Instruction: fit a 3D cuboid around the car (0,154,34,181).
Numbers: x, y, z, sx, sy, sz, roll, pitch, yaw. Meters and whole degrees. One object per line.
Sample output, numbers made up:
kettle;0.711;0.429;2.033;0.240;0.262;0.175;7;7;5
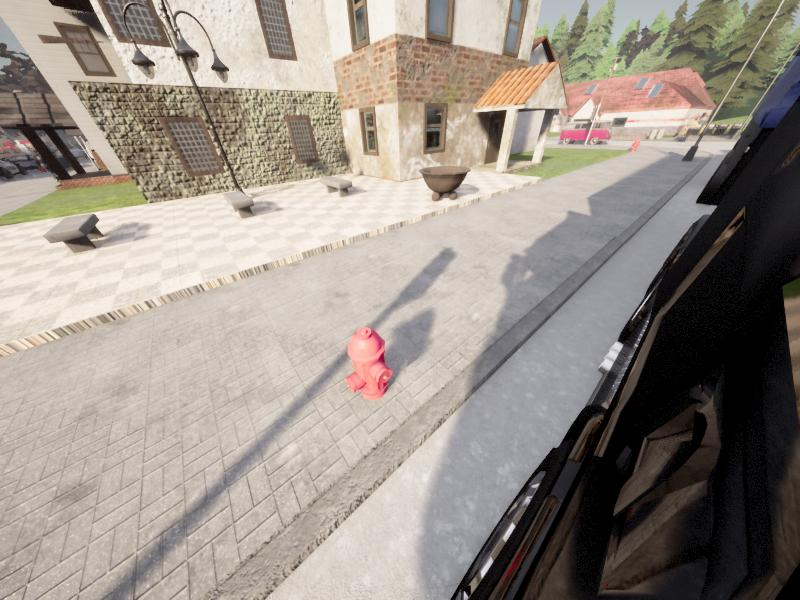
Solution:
car;-33.187;-10.800;18.877;2.038;1.542;4.974;-28;43;-30

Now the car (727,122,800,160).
car;21.444;-9.338;13.477;1.789;1.549;3.705;25;45;32

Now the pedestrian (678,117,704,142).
pedestrian;27.493;-16.110;21.850;0.751;1.860;0.751;28;46;34

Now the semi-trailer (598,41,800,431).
semi-trailer;8.682;-3.617;4.241;14.254;4.402;2.717;-28;44;-30

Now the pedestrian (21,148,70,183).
pedestrian;-22.617;-8.618;14.809;0.751;1.860;0.751;-27;43;-29

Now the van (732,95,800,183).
van;16.591;-6.758;9.523;5.915;2.561;1.988;-26;43;-28

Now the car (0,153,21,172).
car;-44.426;-14.826;25.004;2.163;1.488;4.792;-28;43;-30

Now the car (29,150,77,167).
car;-43.416;-17.850;29.054;2.033;1.411;5.357;-28;44;-30

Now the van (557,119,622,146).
van;19.198;-17.169;23.722;1.775;1.987;4.442;-28;43;-30

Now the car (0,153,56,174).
car;-37.758;-13.910;23.455;1.994;1.385;4.181;-28;44;-30

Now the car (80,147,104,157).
car;-58.668;-28.318;44.082;1.895;1.301;4.718;-28;44;-30

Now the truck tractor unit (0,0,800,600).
truck tractor unit;2.645;-0.295;0.352;6.516;4.208;3.053;-28;44;-30
